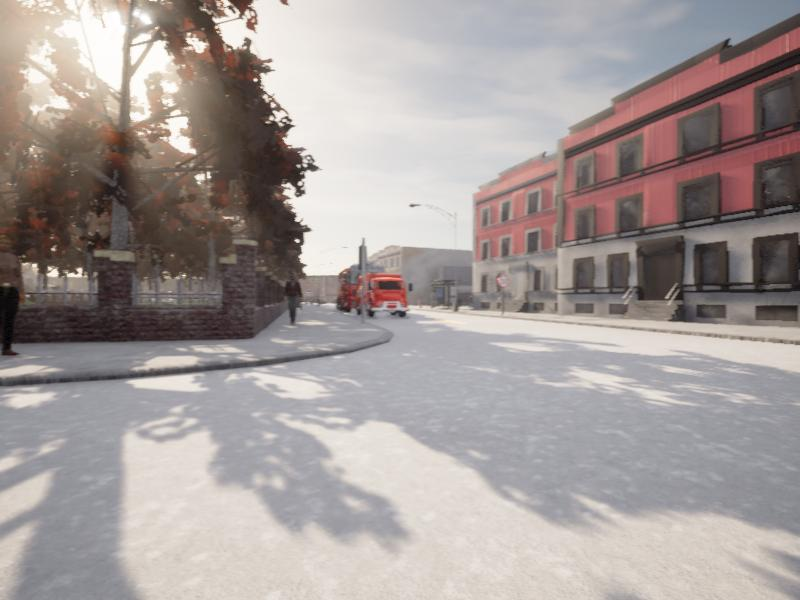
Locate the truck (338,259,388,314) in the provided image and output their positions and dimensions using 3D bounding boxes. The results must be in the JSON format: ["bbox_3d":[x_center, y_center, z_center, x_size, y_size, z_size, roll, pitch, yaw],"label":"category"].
[{"bbox_3d":[-3.255,-0.956,32.510,2.891,3.827,8.468,0,0,-14],"label":"truck"}]

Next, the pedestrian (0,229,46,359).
[{"bbox_3d":[-5.975,-0.083,6.020,0.751,1.860,0.751,0,0,28],"label":"pedestrian"}]

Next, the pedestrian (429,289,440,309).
[{"bbox_3d":[3.120,-0.095,36.229,0.751,1.860,0.751,0,0,-24],"label":"pedestrian"}]

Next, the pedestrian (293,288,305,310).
[{"bbox_3d":[-8.570,-0.112,34.022,0.751,1.860,0.751,0,0,8],"label":"pedestrian"}]

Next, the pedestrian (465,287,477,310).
[{"bbox_3d":[5.849,-0.088,33.016,0.751,1.860,0.751,0,0,-19],"label":"pedestrian"}]

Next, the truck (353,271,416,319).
[{"bbox_3d":[-1.080,-0.267,23.612,2.627,2.467,5.204,0,0,-14],"label":"truck"}]

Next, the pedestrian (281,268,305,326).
[{"bbox_3d":[-3.524,-0.085,13.258,0.751,1.860,0.751,0,0,-14],"label":"pedestrian"}]
